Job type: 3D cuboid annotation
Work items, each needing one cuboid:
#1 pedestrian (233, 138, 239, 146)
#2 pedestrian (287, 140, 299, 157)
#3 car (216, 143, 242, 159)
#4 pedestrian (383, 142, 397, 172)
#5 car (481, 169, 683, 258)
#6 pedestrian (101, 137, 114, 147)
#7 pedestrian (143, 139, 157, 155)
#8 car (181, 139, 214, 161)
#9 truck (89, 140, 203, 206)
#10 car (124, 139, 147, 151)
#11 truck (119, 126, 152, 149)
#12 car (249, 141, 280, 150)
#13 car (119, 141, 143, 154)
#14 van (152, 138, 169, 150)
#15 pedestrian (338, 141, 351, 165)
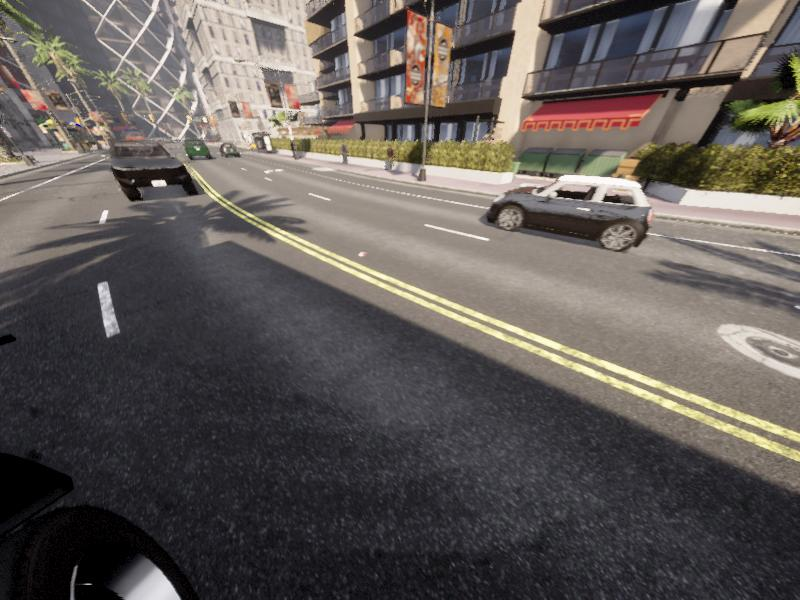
[{"bbox_3d":[-46.264,-44.596,65.184,0.751,1.860,0.751,26,42,32],"label":"pedestrian"},{"bbox_3d":[-14.071,-19.943,30.373,0.751,1.860,0.751,-24,42,-31],"label":"pedestrian"},{"bbox_3d":[-22.873,-20.020,30.878,1.851,1.617,3.988,-25,42,-32],"label":"car"},{"bbox_3d":[-0.721,-10.771,17.443,0.751,1.860,0.751,-27,43,-33],"label":"pedestrian"},{"bbox_3d":[4.691,-2.696,6.604,3.806,1.475,1.970,23,41,29],"label":"car"},{"bbox_3d":[-66.151,-35.788,52.264,0.751,1.860,0.751,-9,36,-14],"label":"pedestrian"},{"bbox_3d":[-36.079,-22.072,33.350,0.751,1.860,0.751,-27,43,-33],"label":"pedestrian"},{"bbox_3d":[-24.337,-18.066,27.672,2.150,2.045,5.566,-24,42,-31],"label":"car"},{"bbox_3d":[-11.895,-6.328,11.008,2.390,2.098,6.274,-28,44,-34],"label":"truck"},{"bbox_3d":[-49.547,-29.169,43.409,2.097,1.767,4.553,-25,42,-32],"label":"car"},{"bbox_3d":[-56.854,-35.056,49.951,2.891,3.827,8.468,-25,42,-32],"label":"truck"},{"bbox_3d":[-29.532,-33.755,50.502,5.366,1.575,1.801,-26,43,-32],"label":"car"},{"bbox_3d":[-42.031,-23.872,36.146,1.789,1.549,3.705,-25,42,-32],"label":"car"},{"bbox_3d":[-49.216,-32.143,47.502,1.775,1.987,4.442,-25,42,-32],"label":"van"},{"bbox_3d":[-5.299,-14.043,22.058,0.751,1.860,0.751,-26,43,-33],"label":"pedestrian"}]
